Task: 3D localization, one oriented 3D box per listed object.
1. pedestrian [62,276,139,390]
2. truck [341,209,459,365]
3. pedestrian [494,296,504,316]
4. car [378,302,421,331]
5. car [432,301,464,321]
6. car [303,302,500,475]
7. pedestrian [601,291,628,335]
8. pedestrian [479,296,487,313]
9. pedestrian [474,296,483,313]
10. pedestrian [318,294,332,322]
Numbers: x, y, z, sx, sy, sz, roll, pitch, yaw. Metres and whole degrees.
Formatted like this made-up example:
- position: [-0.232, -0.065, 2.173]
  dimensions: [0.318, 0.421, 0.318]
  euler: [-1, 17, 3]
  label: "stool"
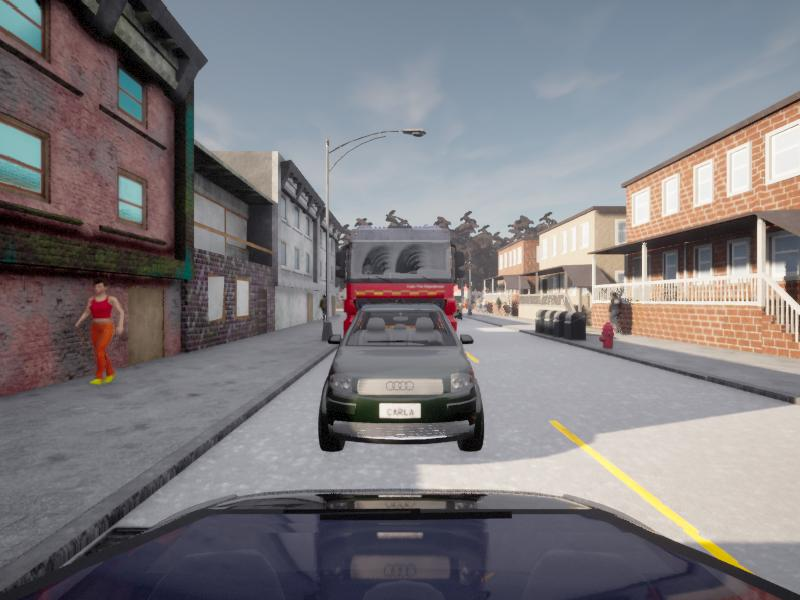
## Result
- position: [-5.130, 0.533, 6.897]
  dimensions: [0.751, 1.860, 0.751]
  euler: [0, 0, 1]
  label: "pedestrian"
- position: [-0.010, -0.321, 14.022]
  dimensions: [2.891, 3.827, 8.468]
  euler: [0, 0, 0]
  label: "truck"
- position: [9.189, 0.533, 37.237]
  dimensions: [0.751, 1.860, 0.751]
  euler: [0, 0, 0]
  label: "pedestrian"
- position: [-0.021, 0.851, 22.747]
  dimensions: [2.163, 1.488, 4.792]
  euler: [0, 0, 0]
  label: "car"
- position: [3.960, 0.827, 33.634]
  dimensions: [2.038, 1.542, 4.974]
  euler: [0, 0, 0]
  label: "car"
- position: [0.007, 0.815, 5.489]
  dimensions: [1.789, 1.549, 3.705]
  euler: [0, 0, 0]
  label: "car"
- position: [9.218, 0.533, 17.191]
  dimensions: [0.751, 1.860, 0.751]
  euler: [0, 0, 0]
  label: "pedestrian"
- position: [9.265, 0.525, 44.499]
  dimensions: [0.751, 1.860, 0.751]
  euler: [0, 0, -1]
  label: "pedestrian"
- position: [8.832, 0.525, 45.104]
  dimensions: [0.751, 1.860, 0.751]
  euler: [0, 0, -7]
  label: "pedestrian"
- position: [-5.083, 0.533, 27.067]
  dimensions: [0.751, 1.860, 0.751]
  euler: [0, 0, 3]
  label: "pedestrian"
